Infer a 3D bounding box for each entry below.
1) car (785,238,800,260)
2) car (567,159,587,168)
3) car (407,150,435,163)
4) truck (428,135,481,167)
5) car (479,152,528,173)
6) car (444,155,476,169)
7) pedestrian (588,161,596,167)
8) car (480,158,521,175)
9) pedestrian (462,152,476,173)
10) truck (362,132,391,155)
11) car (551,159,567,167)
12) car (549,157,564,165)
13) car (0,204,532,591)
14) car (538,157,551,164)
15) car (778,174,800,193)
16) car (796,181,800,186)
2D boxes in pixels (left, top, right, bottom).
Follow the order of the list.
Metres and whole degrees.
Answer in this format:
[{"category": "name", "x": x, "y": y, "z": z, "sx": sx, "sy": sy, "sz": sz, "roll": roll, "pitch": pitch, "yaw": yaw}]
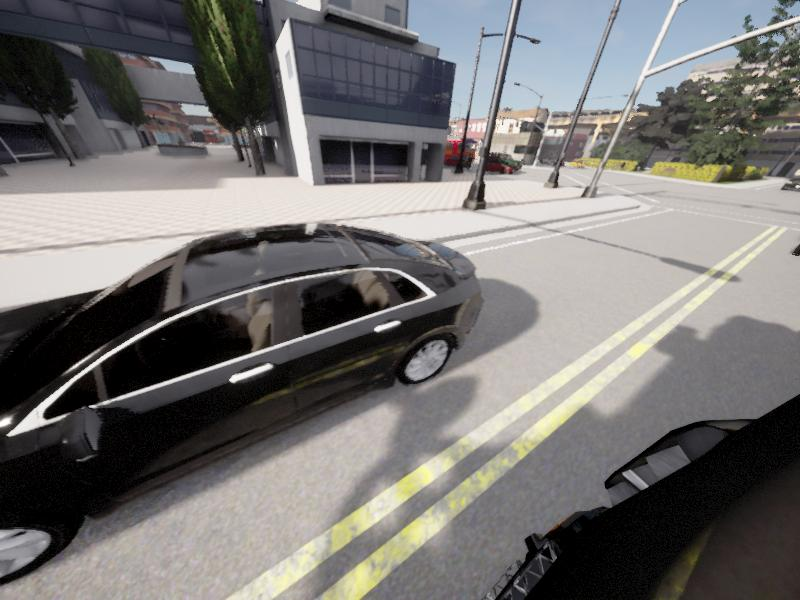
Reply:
[{"category": "car", "x": 13.931, "y": -1.969, "z": 6.564, "sx": 4.611, "sy": 1.667, "sz": 2.242, "roll": -16, "pitch": 38, "yaw": -26}, {"category": "car", "x": 41.930, "y": -32.372, "z": 54.783, "sx": 1.801, "sy": 1.575, "sz": 5.366, "roll": 10, "pitch": 34, "yaw": 10}, {"category": "car", "x": 3.499, "y": -24.627, "z": 39.592, "sx": 2.038, "sy": 1.542, "sz": 4.974, "roll": -16, "pitch": 39, "yaw": -26}, {"category": "truck", "x": 8.558, "y": -24.559, "z": 37.947, "sx": 2.891, "sy": 3.827, "sz": 8.468, "roll": -16, "pitch": 39, "yaw": -26}, {"category": "car", "x": 13.752, "y": -18.604, "z": 31.195, "sx": 2.150, "sy": 2.045, "sz": 5.566, "roll": -16, "pitch": 38, "yaw": -26}, {"category": "car", "x": 8.414, "y": -19.646, "z": 32.912, "sx": 1.994, "sy": 1.385, "sz": 4.181, "roll": -16, "pitch": 38, "yaw": -25}, {"category": "pedestrian", "x": 48.130, "y": -34.170, "z": 57.942, "sx": 0.751, "sy": 1.300, "sz": 0.751, "roll": 5, "pitch": 34, "yaw": 3}, {"category": "car", "x": 12.034, "y": -16.170, "z": 27.926, "sx": 1.816, "sy": 1.474, "sz": 4.193, "roll": -16, "pitch": 38, "yaw": -26}, {"category": "pedestrian", "x": 7.314, "y": -14.506, "z": 24.430, "sx": 0.751, "sy": 1.860, "sz": 0.751, "roll": -16, "pitch": 38, "yaw": -26}, {"category": "truck", "x": -5.356, "y": -34.644, "z": 51.081, "sx": 2.891, "sy": 3.827, "sz": 8.468, "roll": -16, "pitch": 39, "yaw": -26}, {"category": "car", "x": 38.792, "y": -33.505, "z": 56.330, "sx": 1.970, "sy": 1.475, "sz": 3.806, "roll": 10, "pitch": 34, "yaw": 11}, {"category": "car", "x": 45.842, "y": -40.765, "z": 67.724, "sx": 2.152, "sy": 1.651, "sz": 5.027, "roll": 10, "pitch": 34, "yaw": 10}, {"category": "car", "x": -1.332, "y": 0.192, "z": 2.226, "sx": 4.892, "sy": 1.490, "sz": 1.837, "roll": -15, "pitch": 38, "yaw": -26}, {"category": "car", "x": 42.261, "y": -40.896, "z": 67.760, "sx": 1.970, "sy": 1.475, "sz": 3.806, "roll": 10, "pitch": 34, "yaw": 11}, {"category": "car", "x": 45.996, "y": -13.285, "z": 26.284, "sx": 5.027, "sy": 1.651, "sz": 2.152, "roll": -16, "pitch": 38, "yaw": -26}, {"category": "car", "x": 61.365, "y": -17.579, "z": 34.142, "sx": 4.792, "sy": 1.488, "sz": 2.163, "roll": -16, "pitch": 38, "yaw": -26}]
